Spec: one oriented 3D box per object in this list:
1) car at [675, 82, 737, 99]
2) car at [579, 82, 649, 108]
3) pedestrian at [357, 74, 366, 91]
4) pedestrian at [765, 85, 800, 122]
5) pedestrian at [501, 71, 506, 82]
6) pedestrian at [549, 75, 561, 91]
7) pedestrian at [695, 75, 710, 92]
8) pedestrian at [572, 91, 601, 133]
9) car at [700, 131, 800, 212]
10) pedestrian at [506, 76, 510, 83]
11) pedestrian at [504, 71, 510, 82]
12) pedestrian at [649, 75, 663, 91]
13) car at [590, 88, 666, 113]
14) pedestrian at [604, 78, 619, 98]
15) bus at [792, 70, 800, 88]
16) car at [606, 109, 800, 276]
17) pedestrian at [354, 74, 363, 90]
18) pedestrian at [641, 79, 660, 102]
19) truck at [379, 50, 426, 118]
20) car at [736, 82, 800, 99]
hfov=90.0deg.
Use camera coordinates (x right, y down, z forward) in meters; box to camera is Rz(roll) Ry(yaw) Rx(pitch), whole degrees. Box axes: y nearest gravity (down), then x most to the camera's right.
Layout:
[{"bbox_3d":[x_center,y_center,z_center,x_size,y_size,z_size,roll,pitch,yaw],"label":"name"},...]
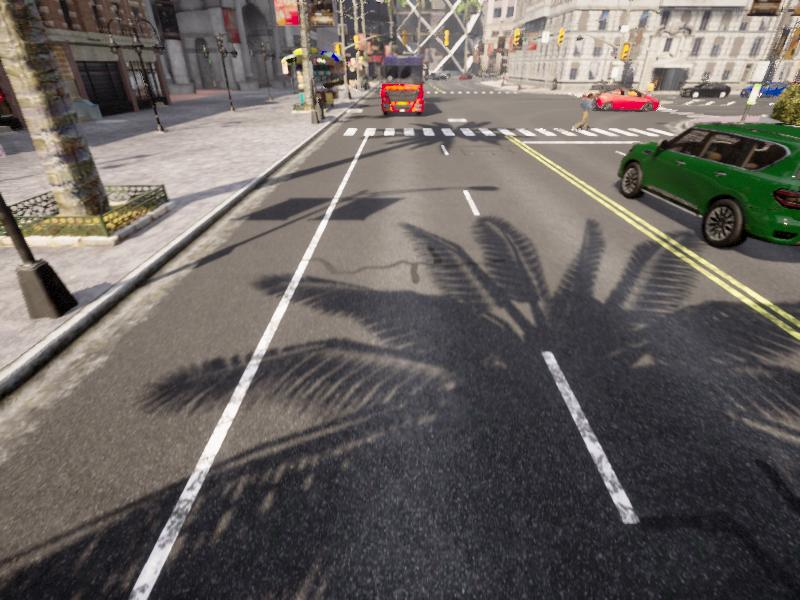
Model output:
[{"bbox_3d":[33.027,-22.689,43.260,4.892,1.490,1.837,0,30,0],"label":"car"},{"bbox_3d":[17.862,-17.238,33.637,4.553,1.767,2.097,5,31,8],"label":"car"},{"bbox_3d":[-5.040,-28.303,52.049,0.751,1.860,0.751,18,35,28],"label":"pedestrian"},{"bbox_3d":[22.568,-11.553,23.537,0.751,1.860,0.751,-10,32,-17],"label":"pedestrian"},{"bbox_3d":[20.745,-44.690,80.045,0.751,1.860,0.751,10,32,16],"label":"pedestrian"},{"bbox_3d":[19.957,-27.960,51.513,0.751,1.860,0.751,-6,31,-10],"label":"pedestrian"},{"bbox_3d":[37.756,-27.014,49.935,0.751,1.860,0.751,-3,31,-5],"label":"pedestrian"},{"bbox_3d":[9.592,-9.698,20.649,0.751,1.860,0.751,-2,30,-3],"label":"pedestrian"},{"bbox_3d":[10.572,-3.388,10.496,1.895,1.301,4.718,0,30,0],"label":"car"},{"bbox_3d":[20.611,-42.074,76.336,0.500,1.100,0.500,3,31,6],"label":"pedestrian"},{"bbox_3d":[21.456,-44.745,80.141,0.751,1.860,0.751,10,32,17],"label":"pedestrian"},{"bbox_3d":[33.062,-28.053,51.697,0.751,1.860,0.751,-1,30,-1],"label":"pedestrian"},{"bbox_3d":[17.314,-15.327,30.643,4.514,1.525,2.007,6,31,10],"label":"car"},{"bbox_3d":[22.886,-22.974,43.317,0.751,1.860,0.751,1,30,1],"label":"pedestrian"},{"bbox_3d":[65.307,-33.500,59.034,3.944,4.253,10.273,0,30,0],"label":"bus"},{"bbox_3d":[7.058,-2.711,8.594,2.150,2.045,5.566,-1,30,-1],"label":"car"},{"bbox_3d":[-5.457,-28.823,52.934,0.751,1.860,0.751,19,35,29],"label":"pedestrian"},{"bbox_3d":[22.660,-19.002,36.256,0.751,1.860,0.751,-1,30,-2],"label":"pedestrian"},{"bbox_3d":[0.173,-15.950,29.399,2.891,3.827,8.468,0,30,0],"label":"truck"},{"bbox_3d":[39.808,-22.715,43.274,5.008,1.535,1.882,0,30,0],"label":"car"}]
